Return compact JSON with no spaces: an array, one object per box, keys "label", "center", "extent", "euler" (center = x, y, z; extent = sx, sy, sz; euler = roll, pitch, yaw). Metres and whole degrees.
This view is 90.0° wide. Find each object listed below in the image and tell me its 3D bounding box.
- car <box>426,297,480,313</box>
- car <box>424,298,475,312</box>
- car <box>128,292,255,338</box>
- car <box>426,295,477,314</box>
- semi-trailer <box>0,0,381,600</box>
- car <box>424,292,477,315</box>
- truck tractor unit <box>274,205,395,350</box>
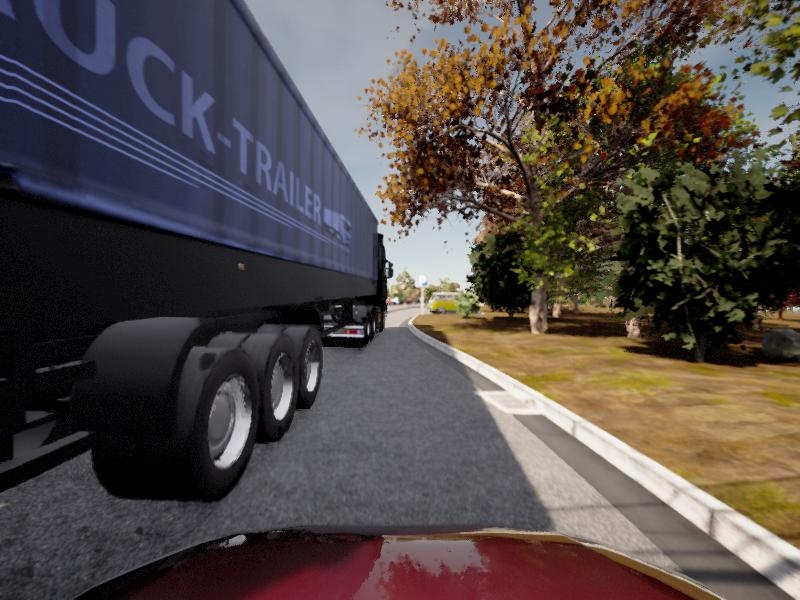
[{"label":"car","center":[5.622,0.546,42.614],"extent":[5.366,1.575,1.946],"euler":[1,0,-13]},{"label":"car","center":[5.636,0.539,45.465],"extent":[5.366,1.575,1.946],"euler":[1,0,-12]},{"label":"car","center":[-7.739,0.479,15.567],"extent":[2.163,1.488,4.792],"euler":[1,0,4]},{"label":"car","center":[5.052,0.425,39.627],"extent":[4.553,1.767,2.185],"euler":[1,0,-13]},{"label":"semi-trailer","center":[-2.413,-0.706,7.116],"extent":[2.717,4.402,14.254],"euler":[1,1,3]},{"label":"car","center":[4.634,0.328,36.662],"extent":[4.442,1.987,1.878],"euler":[1,0,-13]},{"label":"truck tractor unit","center":[-1.990,-0.752,15.020],"extent":[3.053,4.208,6.516],"euler":[1,1,3]}]
